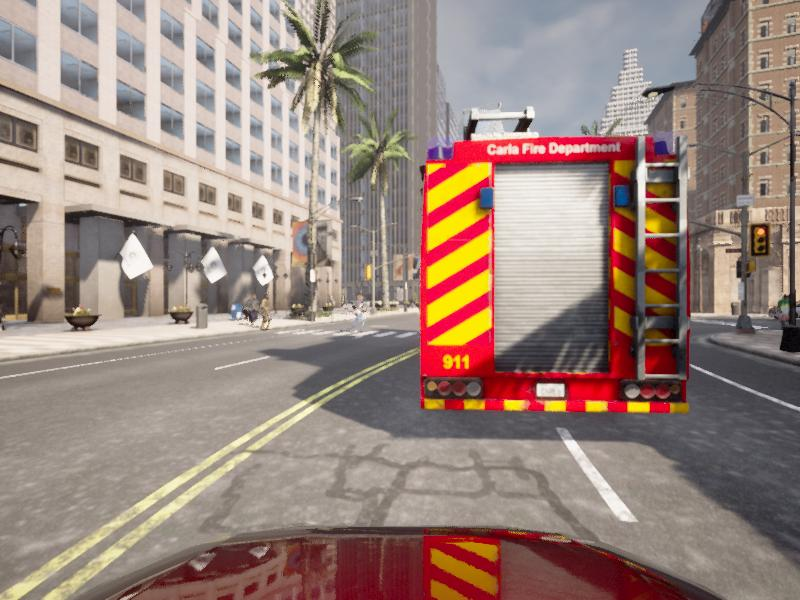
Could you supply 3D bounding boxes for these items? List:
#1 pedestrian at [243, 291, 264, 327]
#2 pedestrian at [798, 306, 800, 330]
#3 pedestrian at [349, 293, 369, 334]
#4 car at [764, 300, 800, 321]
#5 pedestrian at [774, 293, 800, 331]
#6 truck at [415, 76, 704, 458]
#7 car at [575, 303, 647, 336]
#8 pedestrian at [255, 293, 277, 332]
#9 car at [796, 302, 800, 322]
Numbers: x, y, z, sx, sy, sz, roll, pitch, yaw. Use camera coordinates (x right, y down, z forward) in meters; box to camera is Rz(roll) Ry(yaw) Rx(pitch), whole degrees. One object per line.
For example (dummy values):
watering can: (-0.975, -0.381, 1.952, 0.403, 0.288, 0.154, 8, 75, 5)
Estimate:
pedestrian: (-7.813, 0.446, 21.297, 0.751, 1.860, 0.751, 0, 0, 36)
pedestrian: (18.618, 0.827, 18.257, 0.500, 1.100, 0.500, 0, 0, 18)
pedestrian: (-1.909, 0.602, 18.663, 0.751, 1.860, 0.751, 0, 0, 14)
car: (30.809, 0.766, 30.160, 4.514, 1.525, 2.007, 0, 0, 20)
pedestrian: (19.347, 0.596, 19.984, 0.751, 1.860, 0.751, 0, 0, 18)
truck: (1.860, -0.337, 8.327, 2.891, 3.827, 8.468, 0, 0, 3)
car: (10.441, 0.868, 19.658, 1.994, 1.385, 4.181, 0, 0, 44)
pedestrian: (-6.587, 0.599, 19.711, 0.751, 1.860, 0.751, 0, 0, 15)
car: (30.335, 0.839, 26.593, 5.357, 1.411, 2.033, 0, 0, 18)
